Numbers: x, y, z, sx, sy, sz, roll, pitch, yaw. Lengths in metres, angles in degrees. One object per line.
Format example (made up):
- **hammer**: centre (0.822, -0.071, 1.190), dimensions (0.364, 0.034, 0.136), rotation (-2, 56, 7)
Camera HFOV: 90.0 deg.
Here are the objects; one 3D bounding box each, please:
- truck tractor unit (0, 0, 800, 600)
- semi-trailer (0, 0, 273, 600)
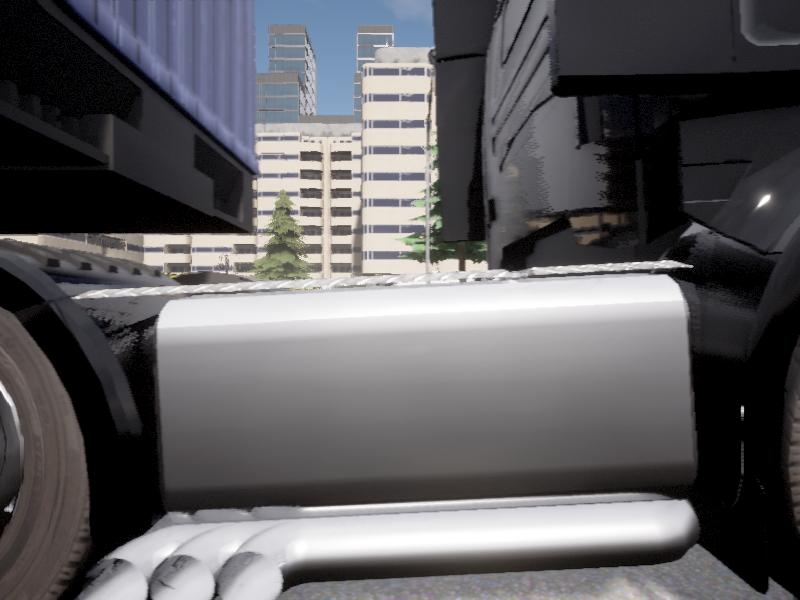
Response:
- **truck tractor unit**: centre (-0.350, -1.123, 2.202), dimensions (6.516, 4.208, 3.053), rotation (0, 0, 0)
- **semi-trailer**: centre (-8.260, -1.221, 2.203), dimensions (14.254, 4.402, 2.717), rotation (0, 0, 0)
